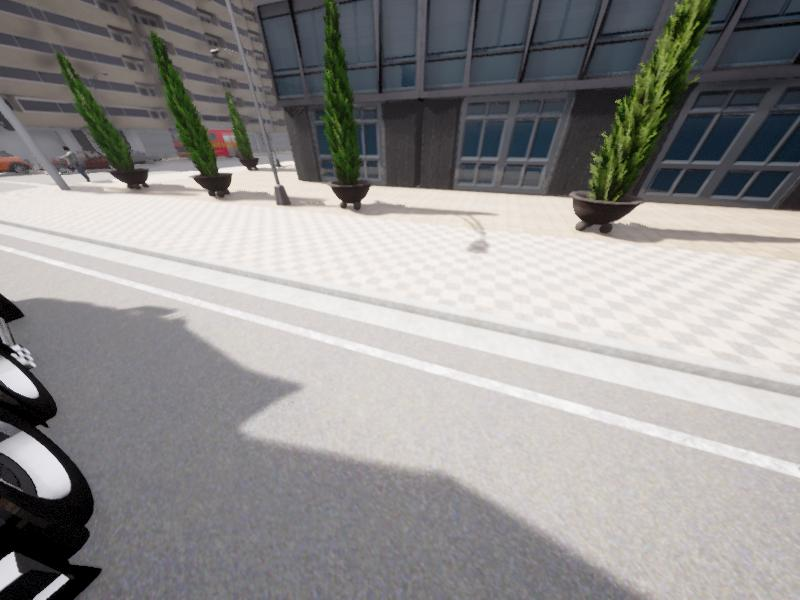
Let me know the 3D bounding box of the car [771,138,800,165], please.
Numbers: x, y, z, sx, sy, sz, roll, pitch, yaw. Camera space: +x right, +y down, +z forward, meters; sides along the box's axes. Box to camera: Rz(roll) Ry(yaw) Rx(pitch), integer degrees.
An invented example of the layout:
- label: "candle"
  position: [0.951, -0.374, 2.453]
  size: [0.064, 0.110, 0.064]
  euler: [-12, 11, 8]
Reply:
- label: "car"
  position: [38.996, -14.408, 22.298]
  size: [6.274, 2.098, 2.390]
  euler: [-26, 42, -32]

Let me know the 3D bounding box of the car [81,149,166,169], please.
- label: "car"
  position: [-28.646, -14.898, 24.250]
  size: [2.033, 1.411, 5.357]
  euler: [11, 37, 16]

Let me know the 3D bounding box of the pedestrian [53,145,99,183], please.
- label: "pedestrian"
  position: [-18.845, -7.925, 13.463]
  size: [0.751, 1.860, 0.751]
  euler: [25, 42, 31]

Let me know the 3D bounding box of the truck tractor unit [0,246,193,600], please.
- label: "truck tractor unit"
  position: [-5.088, -0.320, 0.834]
  size: [6.516, 4.208, 3.053]
  euler: [19, 39, 26]

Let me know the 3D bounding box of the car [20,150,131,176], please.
- label: "car"
  position: [-26.953, -11.709, 19.537]
  size: [1.882, 1.535, 5.008]
  euler: [11, 36, 16]

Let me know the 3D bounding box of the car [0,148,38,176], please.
- label: "car"
  position: [-31.960, -10.315, 17.351]
  size: [2.097, 1.767, 4.553]
  euler: [14, 37, 19]

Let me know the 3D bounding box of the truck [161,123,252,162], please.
- label: "truck"
  position: [-25.260, -21.179, 31.107]
  size: [2.891, 3.827, 8.468]
  euler: [12, 37, 17]
